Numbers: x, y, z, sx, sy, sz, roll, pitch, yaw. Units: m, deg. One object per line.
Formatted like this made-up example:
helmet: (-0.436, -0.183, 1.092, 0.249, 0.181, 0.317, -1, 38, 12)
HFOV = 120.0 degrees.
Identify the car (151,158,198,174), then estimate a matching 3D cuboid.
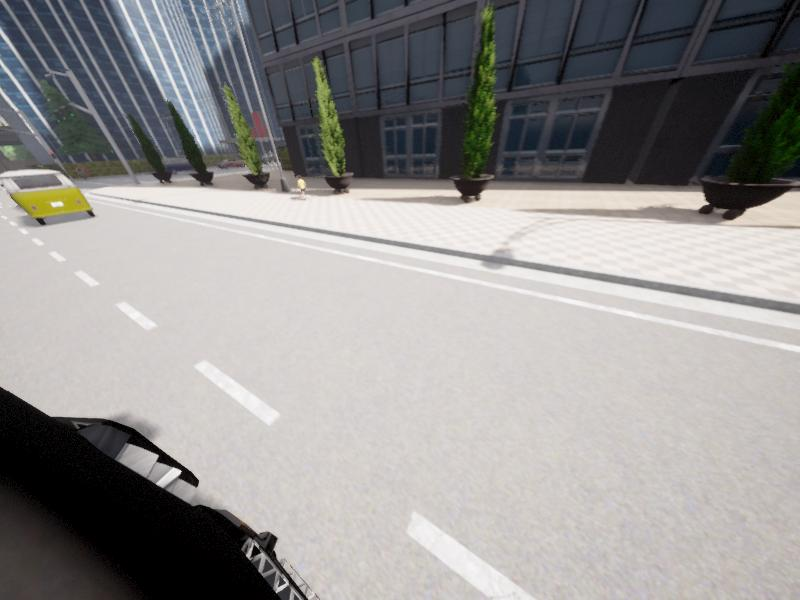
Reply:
car: (-35.252, -21.051, 36.266, 1.932, 1.855, 4.605, 16, 38, 25)

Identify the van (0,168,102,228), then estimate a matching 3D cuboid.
van: (-16.100, -4.802, 10.533, 4.442, 1.987, 1.775, 19, 40, 29)

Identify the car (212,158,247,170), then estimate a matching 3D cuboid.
car: (-29.027, -23.307, 39.468, 1.816, 1.474, 4.193, 16, 38, 25)

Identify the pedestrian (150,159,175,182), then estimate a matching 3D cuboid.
pedestrian: (-23.032, -12.570, 22.406, 0.751, 1.860, 0.751, 14, 38, 23)

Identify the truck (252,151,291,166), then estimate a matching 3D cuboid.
truck: (-24.967, -27.779, 45.211, 2.390, 2.098, 6.274, 16, 38, 25)

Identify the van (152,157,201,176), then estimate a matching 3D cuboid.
van: (-32.707, -19.733, 34.011, 1.775, 1.987, 4.442, 16, 38, 25)

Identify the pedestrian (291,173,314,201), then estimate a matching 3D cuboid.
pedestrian: (-4.514, -5.248, 10.733, 0.500, 1.100, 0.500, 15, 38, 25)

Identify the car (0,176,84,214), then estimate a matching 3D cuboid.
car: (-21.294, -6.303, 13.590, 4.514, 1.525, 2.007, 16, 38, 26)

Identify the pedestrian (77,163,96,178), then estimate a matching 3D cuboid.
pedestrian: (-45.637, -18.885, 33.598, 0.751, 1.860, 0.751, 17, 39, 27)

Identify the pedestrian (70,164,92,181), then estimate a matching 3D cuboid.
pedestrian: (-41.213, -16.425, 29.866, 0.751, 1.860, 0.751, 17, 39, 27)
